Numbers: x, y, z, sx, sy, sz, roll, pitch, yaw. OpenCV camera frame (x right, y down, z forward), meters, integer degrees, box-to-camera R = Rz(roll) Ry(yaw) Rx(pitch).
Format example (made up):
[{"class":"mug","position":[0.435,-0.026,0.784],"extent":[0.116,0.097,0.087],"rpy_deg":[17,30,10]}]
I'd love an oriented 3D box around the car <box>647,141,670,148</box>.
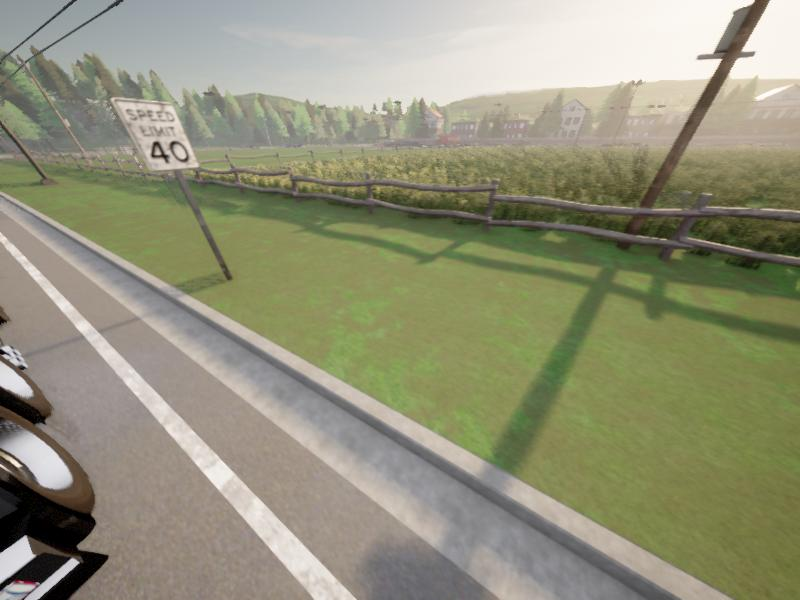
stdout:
[{"class":"car","position":[68.435,-41.274,61.231],"extent":[3.633,1.501,1.845],"rpy_deg":[18,39,25]}]

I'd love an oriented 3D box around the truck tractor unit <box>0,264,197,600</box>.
[{"class":"truck tractor unit","position":[-5.119,-0.290,0.786],"extent":[6.516,4.208,3.053],"rpy_deg":[18,39,24]}]

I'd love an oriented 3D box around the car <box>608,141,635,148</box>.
[{"class":"car","position":[59.569,-41.825,62.203],"extent":[4.792,1.488,2.163],"rpy_deg":[18,39,25]}]

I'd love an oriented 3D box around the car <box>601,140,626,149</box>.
[{"class":"car","position":[51.587,-37.662,55.961],"extent":[3.866,1.878,1.905],"rpy_deg":[18,39,25]}]

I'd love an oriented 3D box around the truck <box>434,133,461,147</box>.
[{"class":"truck","position":[16.877,-56.764,82.099],"extent":[8.468,3.827,2.891],"rpy_deg":[18,39,25]}]
